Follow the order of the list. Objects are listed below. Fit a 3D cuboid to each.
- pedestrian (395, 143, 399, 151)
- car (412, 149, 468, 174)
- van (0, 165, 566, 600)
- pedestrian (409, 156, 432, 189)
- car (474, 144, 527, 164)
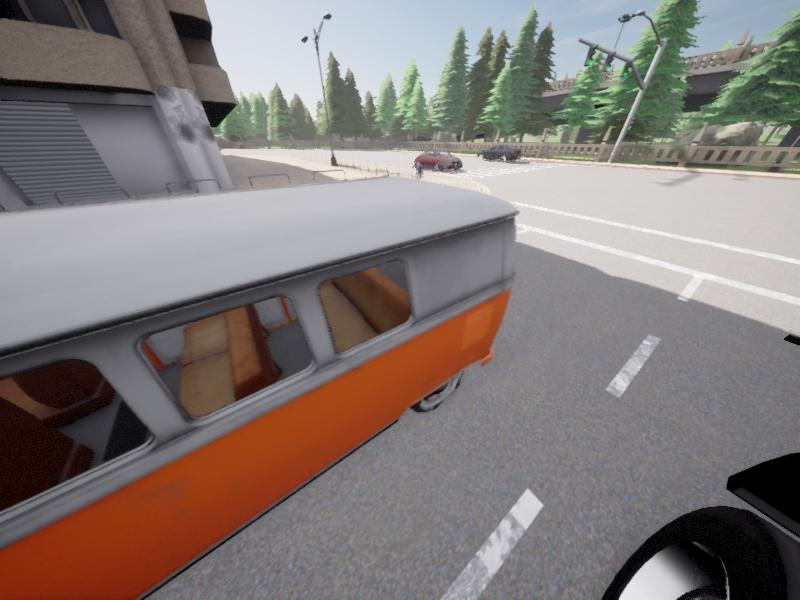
[{"bbox_3d":[-0.475,-27.676,41.812,0.500,1.100,0.500,-24,42,-30],"label":"pedestrian"},{"bbox_3d":[3.027,-11.176,18.454,1.994,1.385,4.181,-22,41,-28],"label":"car"},{"bbox_3d":[-1.228,0.382,1.654,4.442,1.987,1.775,-22,41,-28],"label":"van"},{"bbox_3d":[0.997,-6.252,11.333,0.751,1.300,0.751,25,42,31],"label":"pedestrian"},{"bbox_3d":[10.593,-15.716,24.730,1.837,1.490,4.892,-22,41,-27],"label":"car"}]
